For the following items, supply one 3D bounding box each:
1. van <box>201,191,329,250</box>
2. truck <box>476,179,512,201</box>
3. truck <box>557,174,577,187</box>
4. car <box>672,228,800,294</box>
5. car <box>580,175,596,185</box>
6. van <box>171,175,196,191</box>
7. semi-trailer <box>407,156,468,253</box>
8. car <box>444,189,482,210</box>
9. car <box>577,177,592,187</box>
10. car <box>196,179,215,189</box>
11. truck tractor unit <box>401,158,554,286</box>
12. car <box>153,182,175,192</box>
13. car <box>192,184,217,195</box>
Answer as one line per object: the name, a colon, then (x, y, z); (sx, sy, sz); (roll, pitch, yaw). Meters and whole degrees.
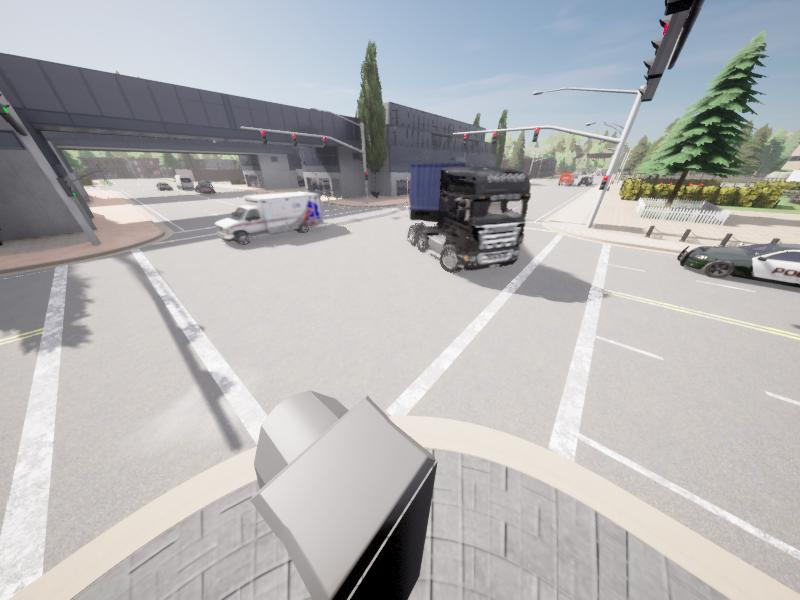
van: (-8.179, -5.426, 14.977); (2.351, 2.431, 6.366); (22, 37, 33)
truck: (13.288, -15.634, 32.614); (2.627, 2.467, 5.204); (23, 37, 34)
truck: (40.126, -28.889, 55.574); (2.627, 2.467, 5.204); (23, 37, 34)
car: (14.717, -1.456, 8.997); (4.974, 1.542, 2.038); (23, 37, 34)
car: (48.689, -31.085, 59.804); (2.150, 2.045, 5.566); (23, 37, 34)
van: (-43.533, -23.656, 46.443); (5.915, 2.561, 1.988); (23, 37, 34)
semi-trailer: (3.117, -8.069, 17.549); (2.717, 4.402, 14.254); (5, 31, 10)
car: (7.271, -11.699, 26.596); (2.242, 1.667, 4.611); (23, 37, 34)
car: (43.399, -27.869, 54.384); (1.905, 1.878, 3.866); (23, 37, 34)
car: (-41.330, -24.651, 49.096); (3.988, 1.617, 1.851); (24, 38, 35)
truck tractor unit: (2.597, -4.138, 10.949); (3.053, 4.208, 6.516); (-10, 31, -17)
car: (-43.914, -21.063, 42.995); (4.892, 1.490, 1.837); (23, 37, 34)
car: (-33.364, -18.915, 39.398); (4.181, 1.385, 1.994); (22, 37, 33)
